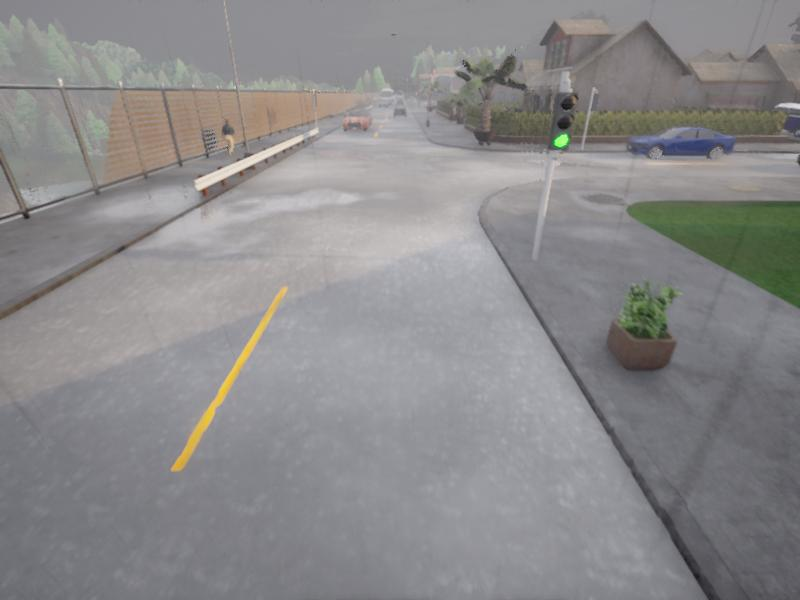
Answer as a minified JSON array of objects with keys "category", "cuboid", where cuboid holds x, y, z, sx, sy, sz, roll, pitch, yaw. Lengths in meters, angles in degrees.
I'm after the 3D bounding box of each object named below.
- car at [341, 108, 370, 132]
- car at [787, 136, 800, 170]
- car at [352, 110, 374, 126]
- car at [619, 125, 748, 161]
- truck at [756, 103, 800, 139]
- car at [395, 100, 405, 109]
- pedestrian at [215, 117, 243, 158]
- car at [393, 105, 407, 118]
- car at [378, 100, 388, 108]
[{"category":"car","cuboid":[-3.960,-16.534,36.658,2.097,1.767,4.553,0,27,0]},{"category":"car","cuboid":[19.975,-6.309,17.336,4.181,1.385,1.994,-1,27,-2]},{"category":"car","cuboid":[-3.995,-19.709,43.275,1.994,1.385,4.181,0,27,0]},{"category":"car","cuboid":[14.569,-8.213,20.834,5.008,1.535,1.882,0,27,0]},{"category":"truck","cuboid":[29.261,-13.124,29.223,2.069,2.038,4.478,0,30,0]},{"category":"car","cuboid":[0.030,-44.806,91.596,2.242,1.667,4.611,0,27,0]},{"category":"pedestrian","cuboid":[-8.525,-8.142,20.034,0.751,1.860,0.751,1,27,1]},{"category":"car","cuboid":[0.015,-27.272,57.755,1.882,1.535,5.008,0,27,0]},{"category":"car","cuboid":[-3.951,-46.639,95.197,2.152,1.651,5.027,1,27,1]}]
